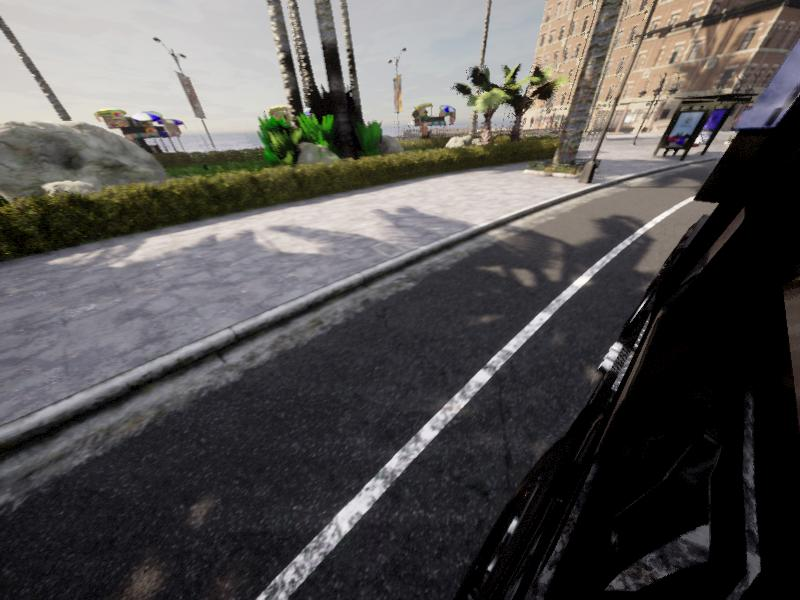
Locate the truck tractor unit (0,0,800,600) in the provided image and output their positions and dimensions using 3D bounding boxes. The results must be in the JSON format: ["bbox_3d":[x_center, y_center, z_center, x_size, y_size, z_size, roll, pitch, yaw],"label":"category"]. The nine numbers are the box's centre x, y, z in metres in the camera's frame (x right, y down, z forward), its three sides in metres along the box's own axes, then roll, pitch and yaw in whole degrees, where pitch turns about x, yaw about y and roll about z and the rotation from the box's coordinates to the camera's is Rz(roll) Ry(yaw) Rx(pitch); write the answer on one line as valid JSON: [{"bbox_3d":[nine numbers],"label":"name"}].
[{"bbox_3d":[2.645,-0.295,0.351,6.516,4.208,3.053,-28,44,-30],"label":"truck tractor unit"}]

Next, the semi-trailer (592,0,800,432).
[{"bbox_3d":[9.093,-3.295,3.807,14.254,4.402,2.717,-23,41,-25],"label":"semi-trailer"}]

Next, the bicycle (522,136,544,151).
[{"bbox_3d":[11.648,-13.794,20.317,1.643,1.024,0.373,-13,38,-14],"label":"bicycle"}]

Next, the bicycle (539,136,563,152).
[{"bbox_3d":[12.290,-12.671,18.776,1.643,1.024,0.373,-13,38,-14],"label":"bicycle"}]
